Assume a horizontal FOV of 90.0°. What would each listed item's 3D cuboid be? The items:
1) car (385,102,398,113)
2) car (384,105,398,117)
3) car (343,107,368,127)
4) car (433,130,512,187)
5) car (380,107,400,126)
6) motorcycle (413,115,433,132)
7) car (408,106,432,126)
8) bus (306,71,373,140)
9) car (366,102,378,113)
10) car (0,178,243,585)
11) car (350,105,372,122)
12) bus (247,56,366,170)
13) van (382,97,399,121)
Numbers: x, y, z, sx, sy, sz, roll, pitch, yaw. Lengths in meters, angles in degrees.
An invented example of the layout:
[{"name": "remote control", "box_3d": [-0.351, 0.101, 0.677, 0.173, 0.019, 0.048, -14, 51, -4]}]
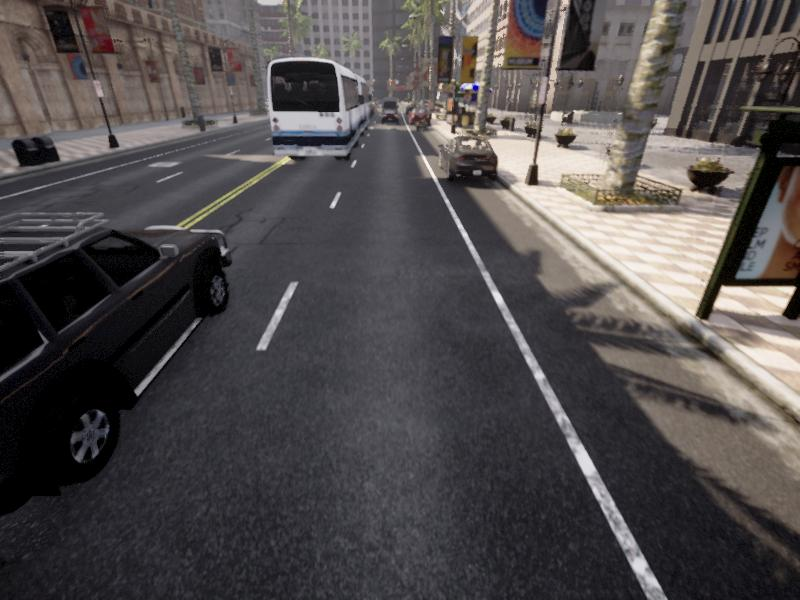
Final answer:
[{"name": "car", "box_3d": [-1.463, -34.101, 70.814, 2.128, 1.511, 4.902, 0, 27, -1]}, {"name": "car", "box_3d": [-1.277, -27.079, 57.221, 1.970, 1.475, 3.806, 0, 27, -1]}, {"name": "car", "box_3d": [-4.540, -19.201, 41.810, 2.152, 1.651, 5.027, 0, 27, -1]}, {"name": "car", "box_3d": [2.712, -5.918, 16.357, 2.231, 1.521, 4.892, 0, 27, -1]}, {"name": "car", "box_3d": [-1.068, -19.992, 43.483, 2.038, 1.542, 4.974, 0, 27, -1]}, {"name": "motorcycle", "box_3d": [2.064, -15.905, 35.972, 0.764, 1.277, 2.356, 14, 31, 25]}, {"name": "car", "box_3d": [2.048, -19.541, 42.374, 2.185, 1.767, 4.553, 0, 27, -1]}, {"name": "bus", "box_3d": [-4.421, -15.777, 32.342, 3.944, 4.253, 10.273, 0, 27, -1]}, {"name": "car", "box_3d": [-4.959, -34.030, 70.523, 1.801, 1.575, 5.366, 0, 27, -1]}, {"name": "car", "box_3d": [-3.590, 0.070, 4.337, 1.932, 1.855, 4.605, 0, 27, -1]}, {"name": "car", "box_3d": [-4.694, -22.962, 49.069, 2.152, 1.651, 5.027, 0, 27, -1]}, {"name": "bus", "box_3d": [-4.130, -9.967, 21.128, 3.944, 4.253, 10.273, 0, 27, -1]}, {"name": "van", "box_3d": [-1.198, -23.904, 49.938, 1.988, 2.561, 5.915, 0, 27, -1]}]
